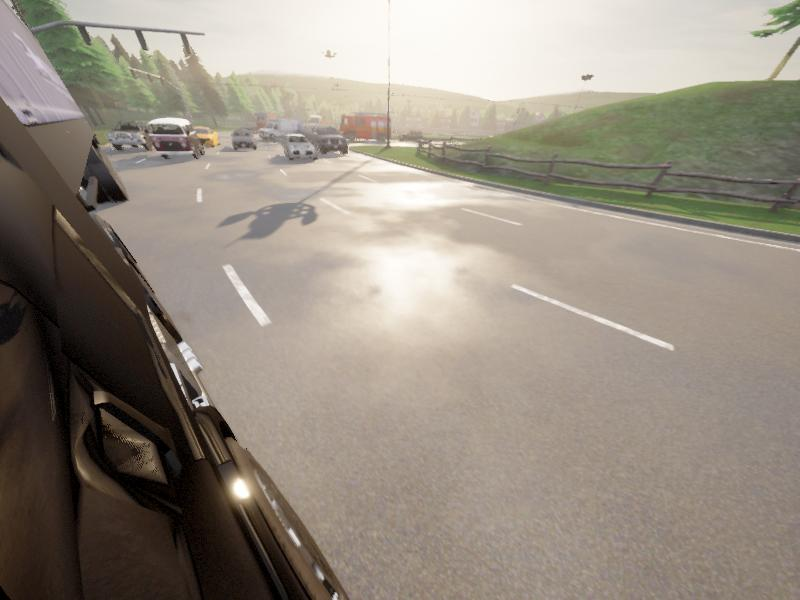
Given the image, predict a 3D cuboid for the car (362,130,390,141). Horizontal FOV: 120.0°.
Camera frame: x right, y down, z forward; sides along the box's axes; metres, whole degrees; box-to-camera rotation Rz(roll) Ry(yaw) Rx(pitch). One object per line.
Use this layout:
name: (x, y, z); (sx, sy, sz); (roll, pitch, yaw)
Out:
car: (-4.469, -30.391, 42.712); (4.792, 1.488, 2.163); (-5, 37, -10)

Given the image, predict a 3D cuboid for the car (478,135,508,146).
car: (18.676, -32.209, 46.530); (4.974, 1.542, 2.038); (-4, 37, -9)

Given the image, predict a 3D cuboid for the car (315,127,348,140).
car: (-11.963, -29.111, 40.423); (5.027, 1.651, 2.152); (-15, 40, -22)

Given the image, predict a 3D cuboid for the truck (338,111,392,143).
truck: (-5.792, -29.011, 38.830); (8.468, 3.827, 2.891); (-6, 38, -12)

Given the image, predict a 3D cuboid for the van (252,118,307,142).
van: (-16.421, -23.620, 32.141); (2.351, 2.431, 6.366); (20, 40, 22)

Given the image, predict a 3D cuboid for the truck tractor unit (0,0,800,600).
truck tractor unit: (-2.645, -0.295, 0.351); (6.516, 4.208, 3.053); (28, 44, 30)

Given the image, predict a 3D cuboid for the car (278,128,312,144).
car: (-13.638, -21.493, 30.224); (1.845, 1.501, 3.633); (16, 39, 17)

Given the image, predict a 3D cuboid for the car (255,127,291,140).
car: (-18.925, -24.933, 34.624); (1.994, 1.385, 4.181); (22, 41, 24)

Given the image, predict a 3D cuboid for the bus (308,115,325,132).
bus: (-28.688, -61.214, 80.059); (3.944, 4.253, 10.273); (-4, 37, -9)

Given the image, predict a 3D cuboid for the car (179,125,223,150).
car: (-18.414, -15.280, 21.625); (1.882, 1.535, 5.008); (-13, 40, -20)

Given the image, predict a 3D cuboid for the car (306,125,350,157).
car: (-6.560, -14.374, 20.725); (2.150, 2.045, 5.566); (-17, 41, -23)

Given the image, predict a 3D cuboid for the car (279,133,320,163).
car: (-7.303, -11.010, 16.660); (1.970, 1.475, 3.806); (-15, 40, -22)

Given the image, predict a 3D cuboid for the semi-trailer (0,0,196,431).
semi-trailer: (-8.398, -3.796, 4.500); (14.254, 4.402, 2.717); (32, 46, 33)

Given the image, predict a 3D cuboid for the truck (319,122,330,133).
truck: (-23.508, -53.829, 72.004); (2.627, 2.467, 5.204); (-4, 37, -9)

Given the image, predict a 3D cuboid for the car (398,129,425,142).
car: (2.144, -31.095, 43.715); (4.605, 1.855, 1.932); (-6, 38, -8)

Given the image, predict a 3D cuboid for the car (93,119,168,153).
car: (-19.945, -12.427, 17.439); (1.932, 1.855, 4.605); (-14, 40, -21)

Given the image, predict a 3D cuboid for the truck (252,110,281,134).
truck: (-30.280, -40.638, 52.842); (2.891, 3.827, 8.468); (-4, 37, -9)

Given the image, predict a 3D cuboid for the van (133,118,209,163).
van: (-14.168, -10.249, 14.740); (2.069, 2.038, 4.480); (-15, 41, -22)

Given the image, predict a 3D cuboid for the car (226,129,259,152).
car: (-14.016, -14.398, 20.772); (1.816, 1.474, 4.193); (-14, 40, -21)

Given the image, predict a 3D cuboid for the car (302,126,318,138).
car: (-16.906, -31.671, 43.493); (2.242, 1.667, 4.611); (-7, 38, -13)

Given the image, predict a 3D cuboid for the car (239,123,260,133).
car: (-33.393, -38.250, 51.299); (2.152, 1.651, 5.027); (-4, 37, -9)
